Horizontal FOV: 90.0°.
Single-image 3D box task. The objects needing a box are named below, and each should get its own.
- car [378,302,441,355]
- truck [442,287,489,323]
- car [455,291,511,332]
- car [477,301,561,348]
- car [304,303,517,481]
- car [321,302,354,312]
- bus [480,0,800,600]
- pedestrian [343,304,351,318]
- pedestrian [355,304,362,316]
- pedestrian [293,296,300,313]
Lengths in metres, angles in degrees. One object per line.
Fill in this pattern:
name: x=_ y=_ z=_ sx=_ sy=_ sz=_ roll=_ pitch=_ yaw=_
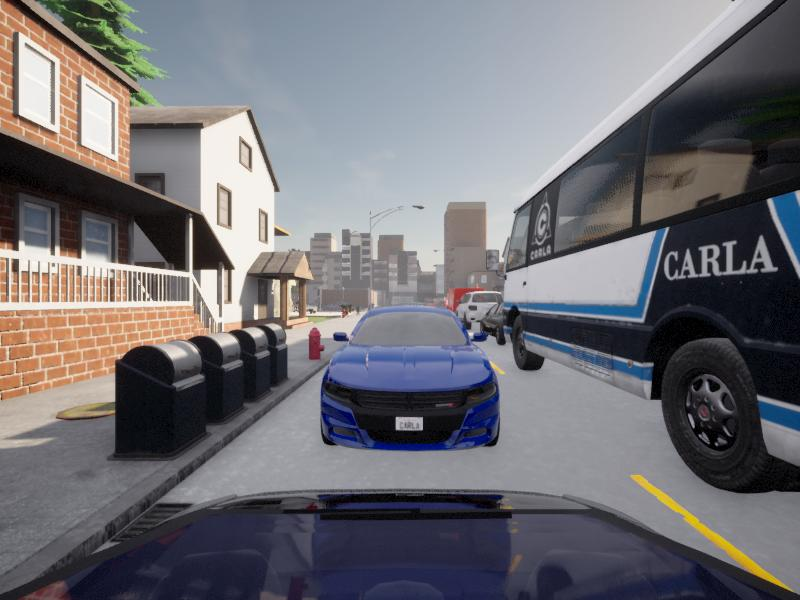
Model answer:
car: x=0.321 y=0.844 z=14.046 sx=1.837 sy=1.490 sz=4.892 roll=0 pitch=0 yaw=1
truck: x=4.794 y=0.357 z=30.240 sx=2.627 sy=2.467 sz=5.204 roll=0 pitch=0 yaw=0
car: x=4.537 y=0.568 z=22.777 sx=2.150 sy=2.045 sz=5.566 roll=0 pitch=0 yaw=1
car: x=4.358 y=0.828 z=15.497 sx=2.007 sy=1.525 sz=4.514 roll=0 pitch=0 yaw=1
car: x=0.148 y=0.823 z=6.037 sx=1.882 sy=1.535 sz=5.008 roll=0 pitch=0 yaw=1
car: x=-8.339 y=0.907 z=53.520 sx=4.181 sy=1.385 sz=1.994 roll=0 pitch=0 yaw=0
bus: x=4.014 y=-0.534 z=5.575 sx=3.944 sy=4.253 sz=10.273 roll=0 pitch=0 yaw=1
pedestrian: x=-4.327 y=0.905 z=32.426 sx=0.500 sy=1.100 sz=0.500 roll=0 pitch=0 yaw=10
pedestrian: x=-3.697 y=0.905 z=35.695 sx=0.500 sy=1.100 sz=0.500 roll=0 pitch=0 yaw=10
pedestrian: x=-11.718 y=0.525 z=45.265 sx=0.751 sy=1.860 sz=0.751 roll=0 pitch=0 yaw=-21
